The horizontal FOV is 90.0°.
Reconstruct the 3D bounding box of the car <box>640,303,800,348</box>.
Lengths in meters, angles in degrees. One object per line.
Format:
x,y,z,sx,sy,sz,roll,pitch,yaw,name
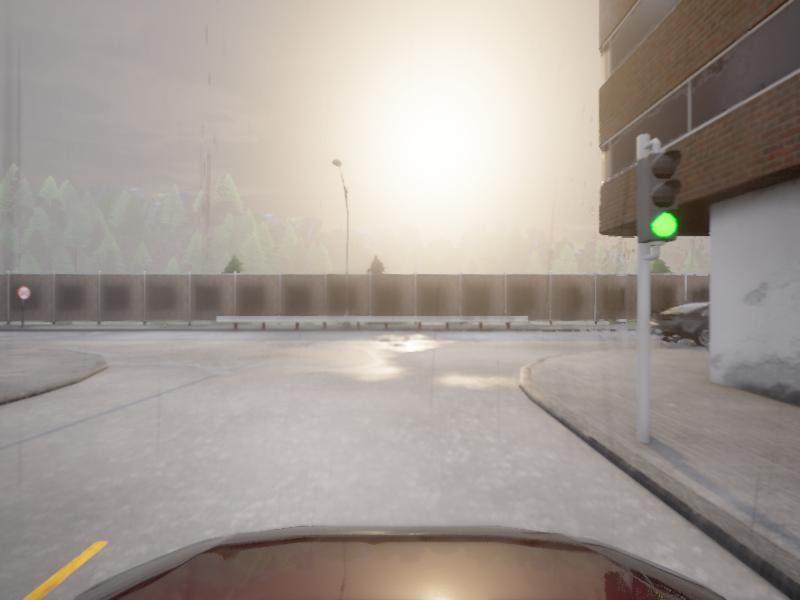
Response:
11.492,0.850,14.192,4.892,1.490,1.837,0,0,-4,car
